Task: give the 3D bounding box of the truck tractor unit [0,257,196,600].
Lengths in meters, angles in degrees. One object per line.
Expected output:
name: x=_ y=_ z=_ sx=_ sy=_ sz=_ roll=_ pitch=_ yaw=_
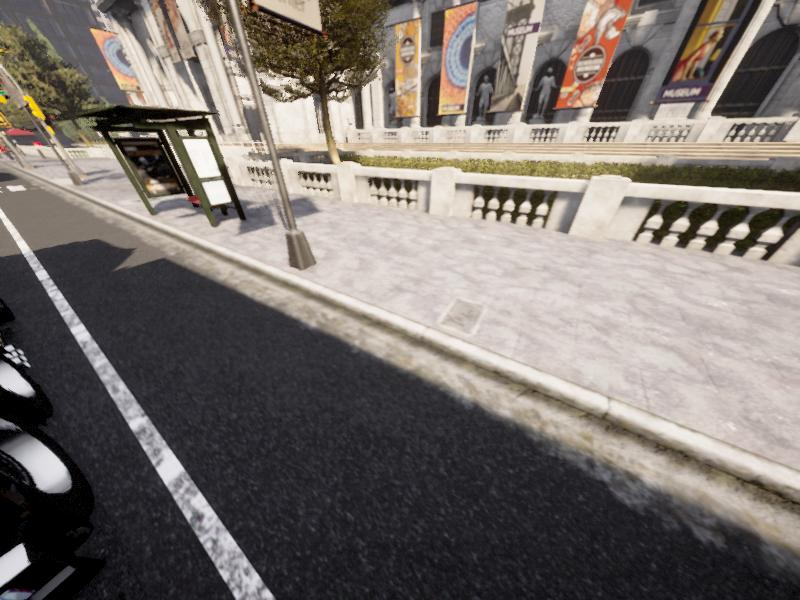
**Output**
truck tractor unit: x=-5.100 y=-0.311 z=0.798 sx=6.516 sy=4.208 sz=3.053 roll=19 pitch=39 yaw=25
